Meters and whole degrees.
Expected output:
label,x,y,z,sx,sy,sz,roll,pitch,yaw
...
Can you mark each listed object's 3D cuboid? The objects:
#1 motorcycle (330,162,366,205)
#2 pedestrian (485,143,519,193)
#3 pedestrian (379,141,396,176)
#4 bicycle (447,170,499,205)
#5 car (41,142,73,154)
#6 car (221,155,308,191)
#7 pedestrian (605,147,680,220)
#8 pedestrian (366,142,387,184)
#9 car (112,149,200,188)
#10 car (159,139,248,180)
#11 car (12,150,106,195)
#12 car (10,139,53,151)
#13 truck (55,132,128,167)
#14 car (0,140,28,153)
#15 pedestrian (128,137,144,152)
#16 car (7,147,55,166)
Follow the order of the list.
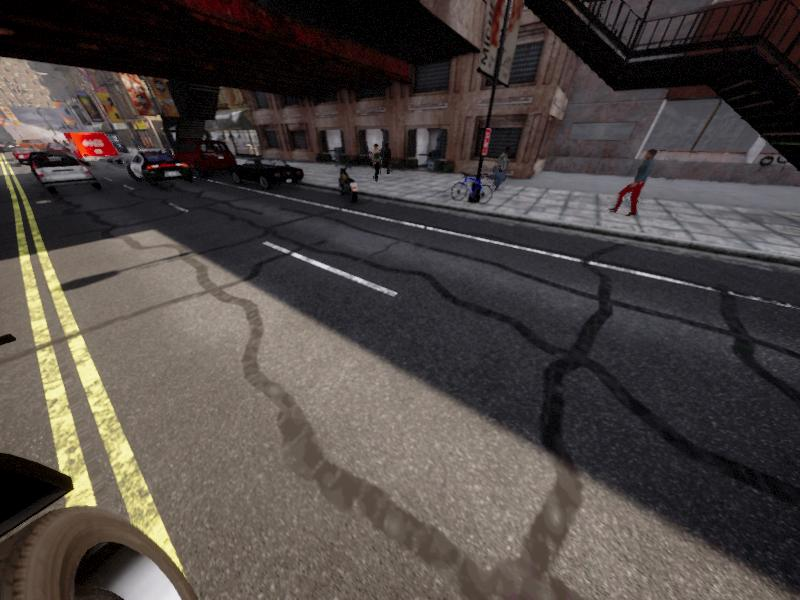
label,x,y,z,sx,sy,sz,roll,pitch,yaw
motorcycle,-2.250,-4.977,9.786,0.764,1.277,2.356,-15,38,-21
pedestrian,4.549,-5.928,10.404,0.751,1.860,0.751,29,44,34
pedestrian,-0.795,-9.140,14.918,0.751,1.860,0.751,24,42,30
bicycle,2.735,-4.273,8.797,1.643,1.024,0.373,22,31,28
car,-51.953,-23.059,35.024,4.181,1.385,1.994,22,41,28
car,-7.593,-7.184,12.894,4.718,1.301,1.895,22,41,28
pedestrian,7.226,-3.531,7.028,0.751,1.860,0.751,19,40,25
pedestrian,-1.242,-7.382,12.427,0.751,1.860,0.751,30,45,35
car,-14.359,-7.837,13.579,4.974,1.542,2.038,22,41,28
car,-13.678,-9.926,16.103,5.566,2.045,2.435,22,41,28
car,-17.278,-6.591,11.735,3.988,1.617,1.851,22,41,28
car,-64.077,-27.025,40.220,4.553,1.767,2.097,9,36,13
truck,-28.430,-13.945,21.330,5.204,2.467,2.627,22,41,28
car,-63.343,-24.604,37.015,4.611,1.667,2.242,12,37,16
pedestrian,-41.561,-24.464,36.363,0.751,1.860,0.751,14,38,19
car,-35.426,-13.845,22.163,4.718,1.301,1.895,22,41,28
